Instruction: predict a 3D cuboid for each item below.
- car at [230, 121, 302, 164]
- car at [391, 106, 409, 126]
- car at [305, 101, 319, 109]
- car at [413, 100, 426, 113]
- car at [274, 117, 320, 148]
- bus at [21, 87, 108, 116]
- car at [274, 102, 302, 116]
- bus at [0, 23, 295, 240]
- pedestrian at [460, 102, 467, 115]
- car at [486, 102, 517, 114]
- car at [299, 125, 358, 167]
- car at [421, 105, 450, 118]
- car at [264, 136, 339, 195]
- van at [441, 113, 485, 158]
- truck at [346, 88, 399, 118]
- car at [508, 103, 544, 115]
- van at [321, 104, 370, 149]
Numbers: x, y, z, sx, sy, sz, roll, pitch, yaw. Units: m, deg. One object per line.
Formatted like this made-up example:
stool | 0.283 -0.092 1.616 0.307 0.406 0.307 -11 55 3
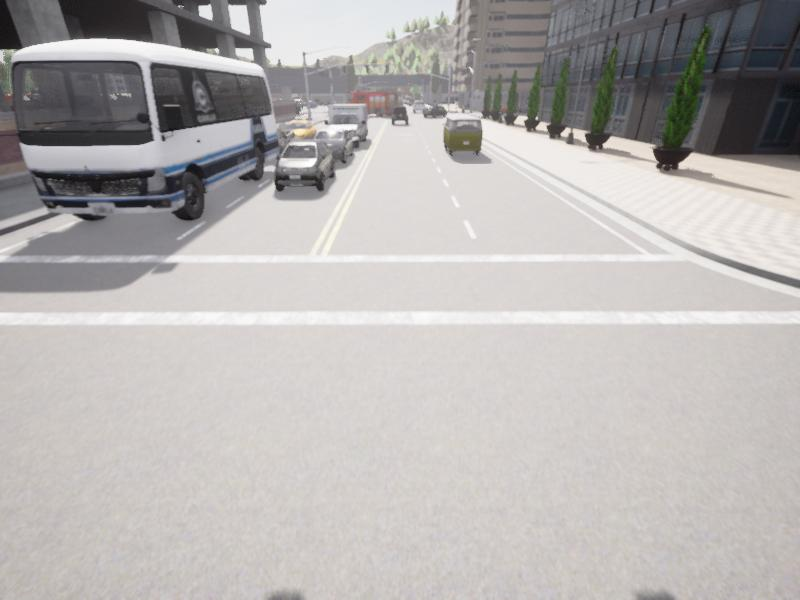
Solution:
car | -6.999 -8.577 21.548 2.242 1.667 4.611 0 27 0
car | 0.002 -20.873 45.190 1.905 1.878 3.866 0 27 0
car | -21.105 -46.722 95.710 2.242 1.667 4.611 0 27 0
car | 3.502 -35.944 74.340 2.150 2.045 5.566 0 27 0
car | -6.998 -11.772 27.867 1.801 1.575 5.366 0 27 0
bus | -56.649 -33.744 67.950 10.273 4.253 3.944 0 27 0
car | -18.278 -31.313 65.550 3.866 1.878 1.905 0 27 0
bus | -6.882 -5.674 13.073 3.944 4.253 10.273 0 27 0
pedestrian | 10.247 -31.059 64.803 0.751 1.860 0.751 -7 28 -14
car | 17.466 -33.191 69.033 4.553 1.767 2.097 0 27 0
car | -3.496 -8.032 20.638 2.128 1.511 4.902 0 27 0
car | 5.109 -27.199 57.801 2.007 1.525 4.514 19 33 33
car | -3.498 -5.114 14.911 1.789 1.549 3.705 0 27 0
van | 3.501 -9.513 22.949 1.775 1.987 4.442 0 27 0
truck | -4.319 -30.520 61.792 8.468 3.827 2.891 22 34 35
car | 20.708 -31.540 65.956 5.238 1.638 1.930 0 27 0
van | -3.501 -11.914 27.191 2.351 2.431 6.366 0 27 0
